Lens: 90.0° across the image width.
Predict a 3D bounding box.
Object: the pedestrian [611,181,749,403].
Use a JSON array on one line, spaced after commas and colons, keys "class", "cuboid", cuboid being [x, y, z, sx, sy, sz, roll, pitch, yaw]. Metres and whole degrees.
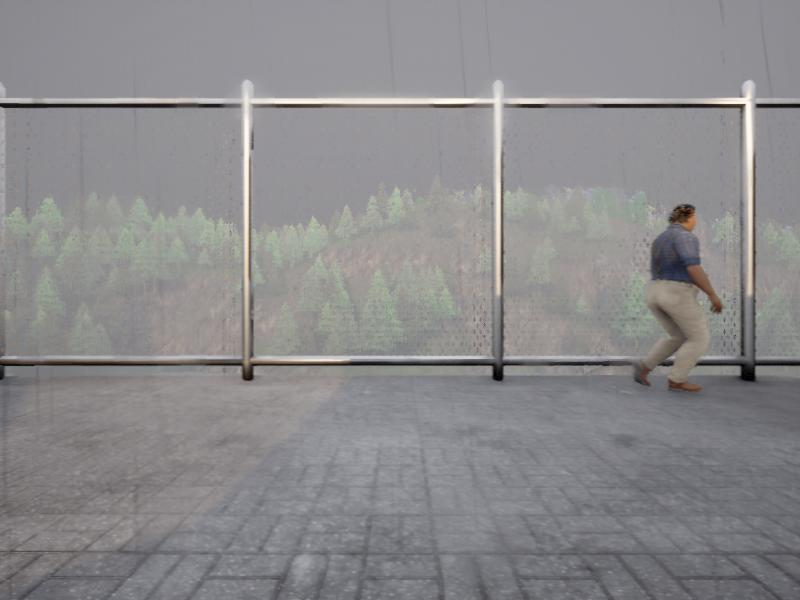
[{"class": "pedestrian", "cuboid": [2.544, -0.067, 3.726, 0.751, 1.860, 0.751, 0, 0, 0]}]
